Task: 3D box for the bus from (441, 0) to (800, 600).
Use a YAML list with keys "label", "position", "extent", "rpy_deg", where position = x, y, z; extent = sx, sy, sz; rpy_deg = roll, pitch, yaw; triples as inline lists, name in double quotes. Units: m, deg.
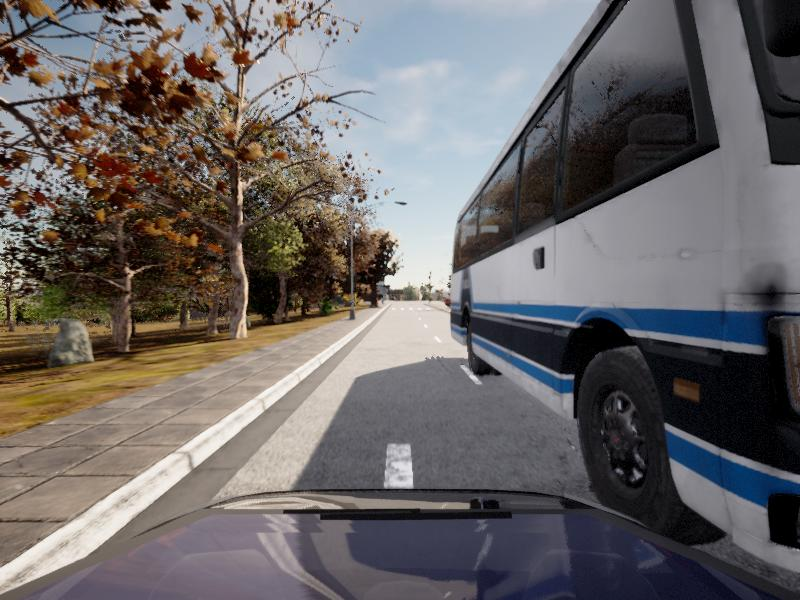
- label: "bus"
  position: [3.122, -0.536, 6.222]
  extent: [3.944, 4.253, 10.273]
  rpy_deg: [0, 0, 0]
